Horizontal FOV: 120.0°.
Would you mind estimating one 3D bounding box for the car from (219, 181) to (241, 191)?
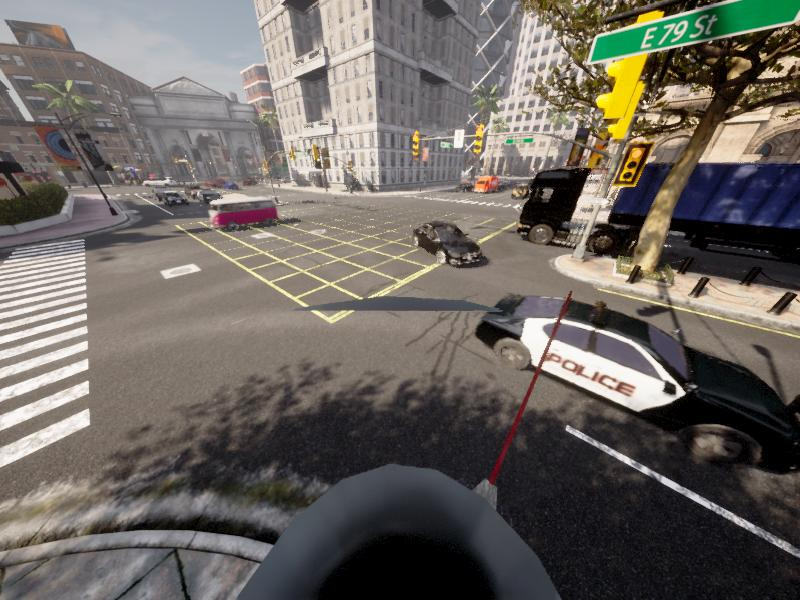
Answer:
[{"bbox_3d":[-33.219,-22.292,45.173,4.674,1.442,1.812,23,37,34],"label":"car"}]

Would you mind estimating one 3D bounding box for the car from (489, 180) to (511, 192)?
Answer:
[{"bbox_3d":[19.373,-22.171,44.765,1.930,1.638,5.238,23,37,34],"label":"car"}]

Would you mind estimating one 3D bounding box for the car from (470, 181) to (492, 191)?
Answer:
[{"bbox_3d":[16.414,-23.026,46.495,2.033,1.411,5.357,23,37,34],"label":"car"}]

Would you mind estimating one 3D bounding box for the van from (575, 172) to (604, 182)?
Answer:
[{"bbox_3d":[59.955,-39.005,73.128,6.366,2.431,2.351,23,37,34],"label":"van"}]

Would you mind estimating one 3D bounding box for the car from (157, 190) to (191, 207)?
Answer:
[{"bbox_3d":[-26.955,-12.141,27.558,3.806,1.475,1.970,23,37,34],"label":"car"}]

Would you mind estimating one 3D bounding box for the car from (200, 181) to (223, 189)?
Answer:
[{"bbox_3d":[-40.972,-25.125,50.227,4.718,1.301,1.895,18,34,28],"label":"car"}]

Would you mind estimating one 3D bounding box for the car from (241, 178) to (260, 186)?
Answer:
[{"bbox_3d":[-36.182,-28.631,56.059,1.882,1.535,5.008,-4,30,-6],"label":"car"}]

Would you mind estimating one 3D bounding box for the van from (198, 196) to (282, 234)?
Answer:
[{"bbox_3d":[-11.653,-6.467,17.224,1.775,1.987,4.442,23,37,34],"label":"van"}]

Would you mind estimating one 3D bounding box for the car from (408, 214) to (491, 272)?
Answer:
[{"bbox_3d":[2.216,-3.177,12.013,1.837,1.490,4.892,-11,32,-17],"label":"car"}]

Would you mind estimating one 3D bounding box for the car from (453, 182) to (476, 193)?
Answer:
[{"bbox_3d":[11.707,-20.252,41.589,1.837,1.490,4.892,23,37,34],"label":"car"}]

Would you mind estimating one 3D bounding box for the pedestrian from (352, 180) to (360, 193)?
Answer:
[{"bbox_3d":[-7.299,-18.915,38.554,0.751,1.860,0.751,16,34,26],"label":"pedestrian"}]

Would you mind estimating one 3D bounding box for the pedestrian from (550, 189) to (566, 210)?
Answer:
[{"bbox_3d":[15.923,-10.106,23.297,0.751,1.860,0.751,13,32,21],"label":"pedestrian"}]

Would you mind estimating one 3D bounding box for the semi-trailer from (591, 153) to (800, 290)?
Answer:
[{"bbox_3d":[16.459,-2.579,8.052,14.254,4.402,2.717,23,37,34],"label":"semi-trailer"}]

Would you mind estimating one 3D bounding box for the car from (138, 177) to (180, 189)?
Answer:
[{"bbox_3d":[-52.068,-25.439,50.029,5.566,2.045,2.150,-9,31,-16],"label":"car"}]

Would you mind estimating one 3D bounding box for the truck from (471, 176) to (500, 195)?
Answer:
[{"bbox_3d":[14.829,-19.820,39.865,2.627,2.467,5.204,22,37,33],"label":"truck"}]

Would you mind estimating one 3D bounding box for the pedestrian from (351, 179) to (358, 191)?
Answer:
[{"bbox_3d":[-8.317,-20.937,42.056,0.751,1.860,0.751,-25,38,-36],"label":"pedestrian"}]

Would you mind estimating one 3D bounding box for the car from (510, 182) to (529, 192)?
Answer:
[{"bbox_3d":[22.317,-21.118,43.108,1.816,1.474,4.193,23,37,34],"label":"car"}]

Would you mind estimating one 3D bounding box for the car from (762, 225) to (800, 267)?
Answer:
[{"bbox_3d":[20.075,-2.111,10.184,3.806,1.475,1.970,23,37,34],"label":"car"}]

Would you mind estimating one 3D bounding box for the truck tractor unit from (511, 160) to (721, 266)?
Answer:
[{"bbox_3d":[10.320,-4.976,12.440,6.516,4.208,3.053,20,35,31],"label":"truck tractor unit"}]

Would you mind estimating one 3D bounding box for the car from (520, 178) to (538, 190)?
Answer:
[{"bbox_3d":[26.168,-23.563,46.927,1.905,1.878,3.866,23,37,34],"label":"car"}]

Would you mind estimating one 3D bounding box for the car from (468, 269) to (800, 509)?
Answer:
[{"bbox_3d":[4.272,1.011,4.721,4.974,1.542,2.038,23,37,34],"label":"car"}]

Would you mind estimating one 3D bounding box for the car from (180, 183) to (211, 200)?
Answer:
[{"bbox_3d":[-29.341,-15.610,33.164,4.605,1.855,1.932,23,37,34],"label":"car"}]

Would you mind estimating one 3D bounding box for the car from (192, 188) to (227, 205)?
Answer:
[{"bbox_3d":[-24.565,-13.443,29.759,4.974,1.542,2.038,23,37,34],"label":"car"}]

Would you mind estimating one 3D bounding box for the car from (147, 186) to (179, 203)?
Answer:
[{"bbox_3d":[-32.069,-14.368,31.251,5.238,1.638,1.930,23,37,34],"label":"car"}]

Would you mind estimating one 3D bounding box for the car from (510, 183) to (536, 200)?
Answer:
[{"bbox_3d":[18.123,-16.080,33.977,1.932,1.855,4.605,22,37,34],"label":"car"}]
